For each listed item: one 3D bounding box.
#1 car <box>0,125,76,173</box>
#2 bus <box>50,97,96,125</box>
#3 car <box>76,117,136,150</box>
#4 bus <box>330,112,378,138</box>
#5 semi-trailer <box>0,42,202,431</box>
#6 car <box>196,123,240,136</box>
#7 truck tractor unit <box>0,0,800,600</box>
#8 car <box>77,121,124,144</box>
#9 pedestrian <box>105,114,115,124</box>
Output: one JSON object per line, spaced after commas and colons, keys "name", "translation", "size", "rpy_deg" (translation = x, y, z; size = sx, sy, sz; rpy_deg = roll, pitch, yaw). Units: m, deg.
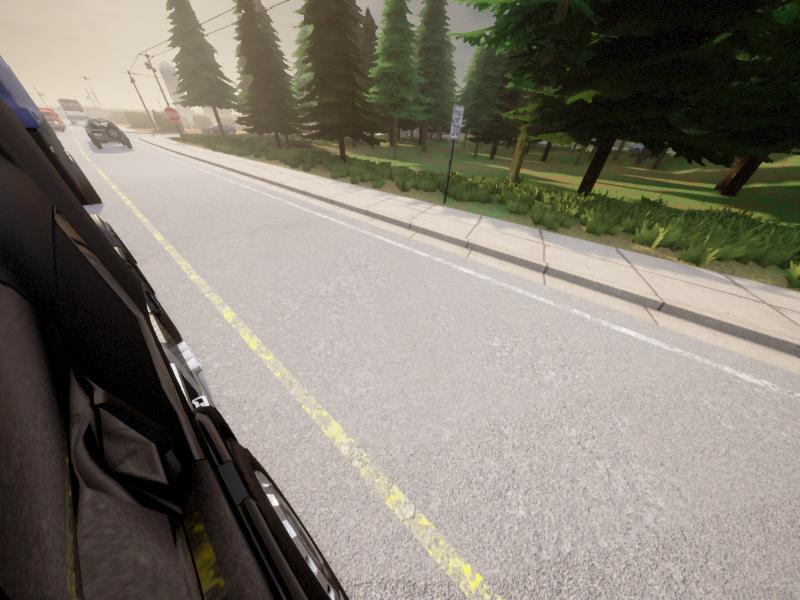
{"name": "car", "translation": [-18.077, -7.434, 11.167], "size": [4.902, 1.511, 2.128], "rpy_deg": [28, 44, 30]}
{"name": "bus", "translation": [-71.273, -41.083, 50.453], "size": [10.273, 4.253, 3.944], "rpy_deg": [29, 44, 31]}
{"name": "car", "translation": [-22.796, -12.926, 17.890], "size": [4.605, 1.855, 1.932], "rpy_deg": [29, 44, 31]}
{"name": "bus", "translation": [-10.070, -39.362, 52.087], "size": [3.944, 4.253, 10.273], "rpy_deg": [27, 43, 29]}
{"name": "semi-trailer", "translation": [-8.703, -3.604, 4.220], "size": [14.254, 4.402, 2.717], "rpy_deg": [28, 44, 30]}
{"name": "car", "translation": [-29.453, -27.687, 37.553], "size": [2.128, 1.511, 4.902], "rpy_deg": [27, 43, 29]}
{"name": "truck tractor unit", "translation": [-2.645, -0.295, 0.351], "size": [6.516, 4.208, 3.053], "rpy_deg": [28, 44, 30]}
{"name": "car", "translation": [-27.665, -15.548, 21.379], "size": [4.514, 1.525, 2.007], "rpy_deg": [31, 45, 33]}
{"name": "pedestrian", "translation": [-71.838, -44.939, 57.278], "size": [0.751, 1.860, 0.751], "rpy_deg": [27, 43, 28]}
